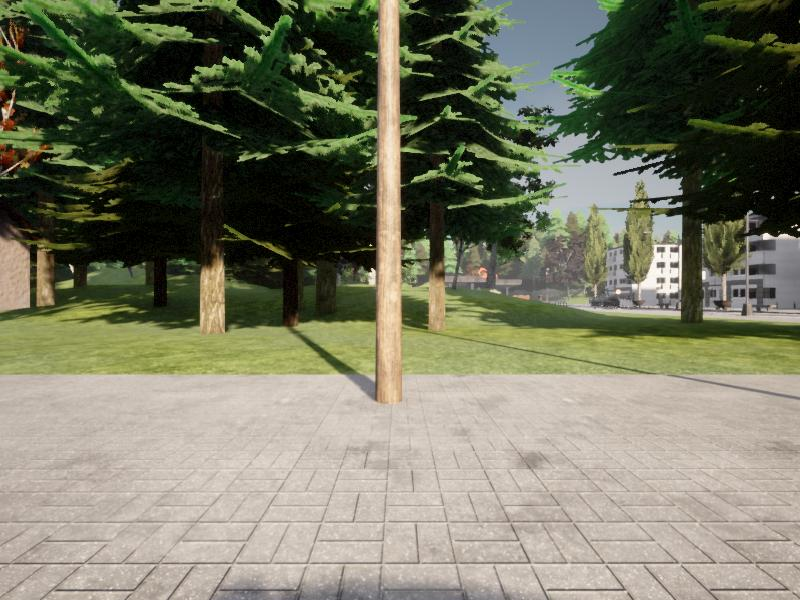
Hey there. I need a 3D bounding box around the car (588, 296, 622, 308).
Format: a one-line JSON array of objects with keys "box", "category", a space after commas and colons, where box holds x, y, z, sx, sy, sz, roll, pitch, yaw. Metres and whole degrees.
[{"box": [25.592, 0.244, 50.182, 1.837, 1.490, 4.892, 0, 0, 0], "category": "car"}]
